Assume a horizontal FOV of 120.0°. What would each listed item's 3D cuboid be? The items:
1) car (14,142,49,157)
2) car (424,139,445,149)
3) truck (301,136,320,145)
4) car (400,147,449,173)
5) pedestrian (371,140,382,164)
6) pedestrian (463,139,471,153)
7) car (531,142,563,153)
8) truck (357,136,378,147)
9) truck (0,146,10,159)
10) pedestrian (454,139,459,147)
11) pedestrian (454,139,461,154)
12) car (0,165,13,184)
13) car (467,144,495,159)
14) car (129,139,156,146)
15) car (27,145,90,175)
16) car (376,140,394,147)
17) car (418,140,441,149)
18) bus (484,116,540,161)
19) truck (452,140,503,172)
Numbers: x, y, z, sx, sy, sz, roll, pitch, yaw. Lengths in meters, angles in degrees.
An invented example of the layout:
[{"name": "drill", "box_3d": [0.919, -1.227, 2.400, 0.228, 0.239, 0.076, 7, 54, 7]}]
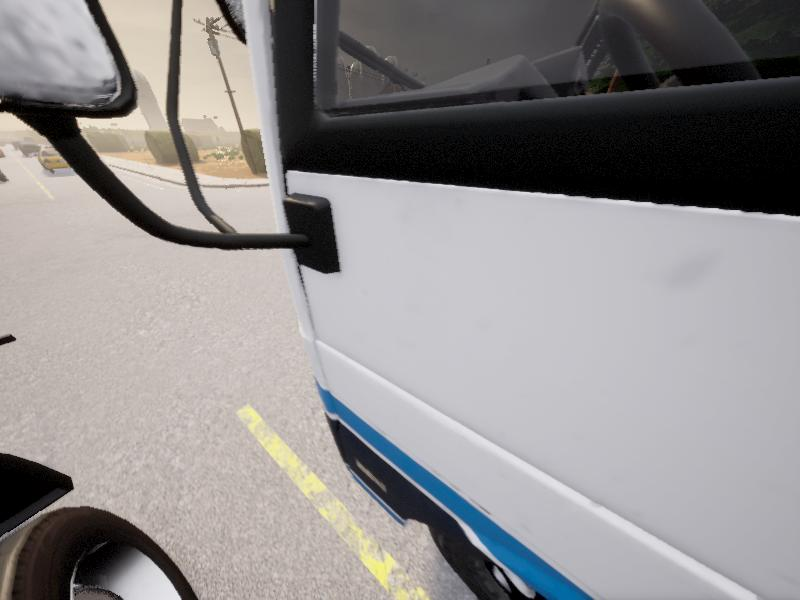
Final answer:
[{"name": "car", "box_3d": [-48.999, -20.078, 30.705, 4.892, 1.490, 1.837, 22, 41, 28]}, {"name": "car", "box_3d": [8.621, -39.166, 57.937, 4.605, 1.855, 1.932, 19, 39, 25]}, {"name": "truck", "box_3d": [-29.577, -52.893, 76.592, 5.204, 2.467, 2.627, 19, 39, 25]}, {"name": "car", "box_3d": [2.225, -12.268, 20.084, 2.128, 1.511, 4.902, 20, 40, 26]}, {"name": "pedestrian", "box_3d": [-2.189, -14.150, 22.105, 0.751, 1.860, 0.751, 8, 36, 10]}, {"name": "pedestrian", "box_3d": [11.516, -26.353, 39.531, 0.751, 1.860, 0.751, 21, 40, 27]}, {"name": "car", "box_3d": [28.553, -29.660, 44.846, 4.856, 1.649, 2.033, 19, 39, 25]}, {"name": "truck", "box_3d": [-8.839, -43.216, 63.025, 5.204, 2.467, 2.627, 19, 39, 25]}, {"name": "truck", "box_3d": [-48.656, -17.876, 26.731, 5.204, 2.467, 2.627, 23, 41, 28]}, {"name": "pedestrian", "box_3d": [16.027, -44.620, 65.500, 0.751, 1.860, 0.751, 20, 40, 26]}, {"name": "pedestrian", "box_3d": [9.136, -24.353, 36.666, 0.751, 1.860, 0.751, 15, 38, 19]}, {"name": "car", "box_3d": [-24.319, -7.574, 13.068, 3.988, 1.617, 1.851, 22, 41, 28]}, {"name": "car", "box_3d": [11.272, -20.489, 31.822, 2.128, 1.511, 4.902, 20, 40, 26]}, {"name": "car", "box_3d": [-73.134, -44.862, 65.787, 1.812, 1.442, 4.674, 20, 40, 26]}, {"name": "car", "box_3d": [-25.937, -10.703, 17.518, 5.366, 1.575, 1.801, 22, 41, 28]}, {"name": "car", "box_3d": [-4.166, -43.527, 64.346, 4.892, 1.490, 1.837, 19, 39, 25]}, {"name": "car", "box_3d": [7.086, -37.263, 55.409, 4.856, 1.649, 2.033, 19, 39, 25]}, {"name": "bus", "box_3d": [15.160, -21.494, 30.895, 3.944, 4.253, 10.273, 20, 39, 26]}, {"name": "truck", "box_3d": [7.117, -13.179, 20.902, 2.390, 2.098, 6.274, 20, 40, 26]}]
